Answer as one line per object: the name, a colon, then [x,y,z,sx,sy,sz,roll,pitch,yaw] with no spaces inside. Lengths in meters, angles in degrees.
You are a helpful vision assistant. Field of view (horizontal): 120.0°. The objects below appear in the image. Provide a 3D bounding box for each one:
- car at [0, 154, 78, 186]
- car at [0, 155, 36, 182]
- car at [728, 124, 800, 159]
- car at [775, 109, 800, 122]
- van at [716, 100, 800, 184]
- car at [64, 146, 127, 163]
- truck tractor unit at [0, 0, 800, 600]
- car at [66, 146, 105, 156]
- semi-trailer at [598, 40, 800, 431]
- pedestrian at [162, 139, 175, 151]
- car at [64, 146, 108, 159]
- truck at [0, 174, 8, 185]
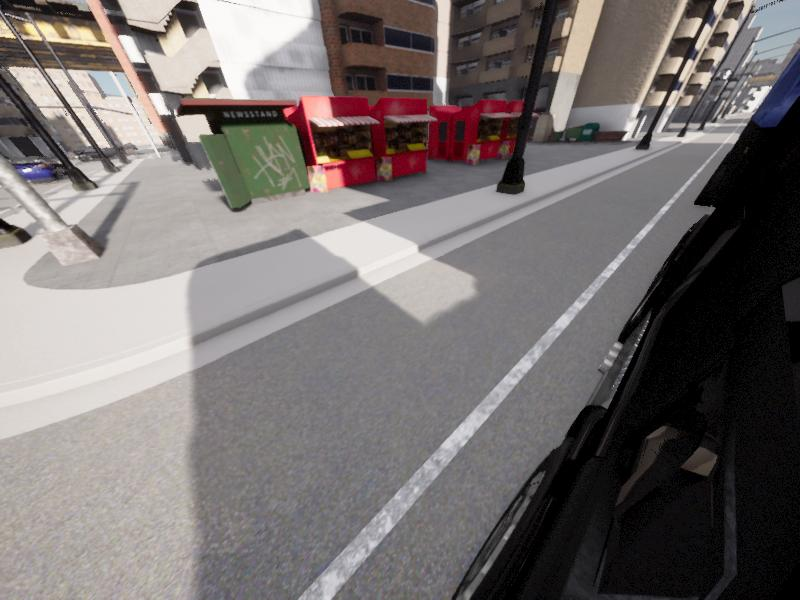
car: [-26.688,-9.769,17.137,2.163,1.488,4.792,-28,44,-29]
car: [-32.586,-10.555,18.604,2.163,1.488,4.792,-28,44,-29]
car: [23.624,-10.334,14.947,4.902,1.511,2.128,-28,44,-30]
car: [75.189,-35.738,44.702,4.611,1.667,2.242,-30,44,-29]
van: [16.486,-6.888,9.927,6.366,2.431,2.351,-28,44,-31]
car: [-42.342,-20.447,32.365,2.128,1.511,4.902,5,38,11]
truck tractor unit: [2.645,-0.295,0.351,6.516,4.208,3.053,-28,44,-30]
car: [-55.471,-26.397,40.858,1.853,1.218,4.536,-11,38,-10]
semi-trailer: [8.679,-3.606,4.264,14.254,4.402,2.717,-28,44,-30]
pedestrian: [-44.018,-29.585,43.999,0.751,1.860,0.751,17,41,24]
car: [-55.451,-26.242,40.913,2.038,1.542,4.974,-11,38,-10]
truck: [-28.001,-7.639,13.903,2.390,2.098,6.274,-28,44,-29]
